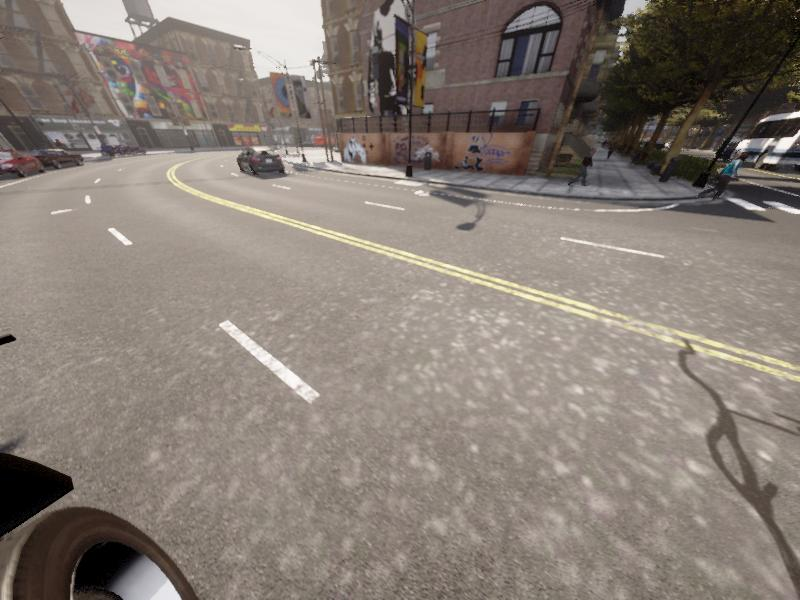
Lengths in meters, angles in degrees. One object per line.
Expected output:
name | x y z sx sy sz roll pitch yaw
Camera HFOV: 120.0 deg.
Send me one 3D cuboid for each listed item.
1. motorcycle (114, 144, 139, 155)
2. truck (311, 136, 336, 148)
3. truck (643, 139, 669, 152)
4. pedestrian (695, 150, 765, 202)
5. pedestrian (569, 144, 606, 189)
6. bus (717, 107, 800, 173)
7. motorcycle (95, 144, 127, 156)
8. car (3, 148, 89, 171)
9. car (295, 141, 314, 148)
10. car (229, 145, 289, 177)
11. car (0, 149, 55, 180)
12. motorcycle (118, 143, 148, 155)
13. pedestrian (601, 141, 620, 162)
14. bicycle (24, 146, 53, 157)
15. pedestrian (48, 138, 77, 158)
motorcycle | -36.796 -20.230 31.053 0.856 1.236 1.805 30 45 35
truck | -19.516 -40.578 59.220 2.627 2.467 5.204 22 41 28
truck | 55.248 -33.523 50.097 2.390 2.098 6.274 22 41 28
pedestrian | 13.929 -5.276 9.847 0.751 1.860 0.751 21 40 27
pedestrian | 9.269 -6.666 11.524 0.751 1.860 0.751 17 38 22
bus | 34.795 -14.250 20.703 3.944 4.253 10.273 22 40 28
motorcycle | -36.960 -19.246 29.603 0.867 1.251 2.209 30 45 35
car | -29.159 -11.813 19.326 1.895 1.301 4.718 -15 38 -20
car | -24.330 -39.721 58.906 1.970 1.475 3.806 22 41 28
car | -10.584 -10.532 17.332 2.242 1.667 4.611 -29 45 -34
car | -26.074 -9.082 15.342 2.002 1.452 4.674 -22 41 -28
motorcycle | -37.048 -21.011 32.111 0.764 1.277 2.356 30 45 35
pedestrian | 22.381 -15.773 24.552 0.751 1.860 0.751 18 39 24
bicycle | -44.956 -18.556 28.784 0.373 1.024 1.643 13 36 34
pedestrian | -37.367 -16.833 25.602 0.751 1.860 0.751 -10 36 -14
